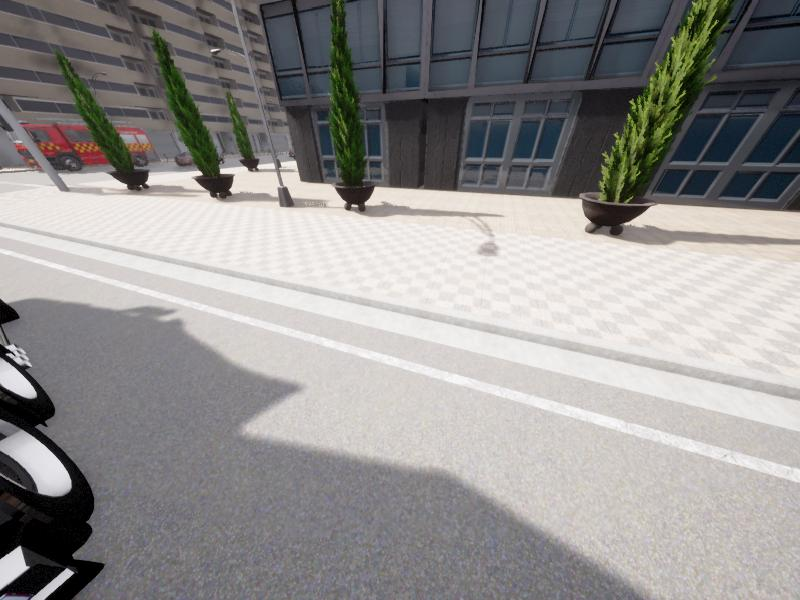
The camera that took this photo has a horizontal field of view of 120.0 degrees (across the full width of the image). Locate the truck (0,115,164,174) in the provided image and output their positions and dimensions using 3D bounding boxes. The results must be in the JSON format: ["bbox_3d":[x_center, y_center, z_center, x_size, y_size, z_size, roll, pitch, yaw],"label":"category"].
[{"bbox_3d":[-29.187,-14.654,21.842,2.891,3.827,8.468,11,36,16],"label":"truck"}]

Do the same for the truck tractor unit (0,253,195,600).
[{"bbox_3d":[-5.092,-0.319,0.808,6.516,4.208,3.053,19,39,25],"label":"truck tractor unit"}]

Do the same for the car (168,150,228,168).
[{"bbox_3d":[-21.007,-14.858,24.237,1.994,1.385,4.181,12,37,17],"label":"car"}]
